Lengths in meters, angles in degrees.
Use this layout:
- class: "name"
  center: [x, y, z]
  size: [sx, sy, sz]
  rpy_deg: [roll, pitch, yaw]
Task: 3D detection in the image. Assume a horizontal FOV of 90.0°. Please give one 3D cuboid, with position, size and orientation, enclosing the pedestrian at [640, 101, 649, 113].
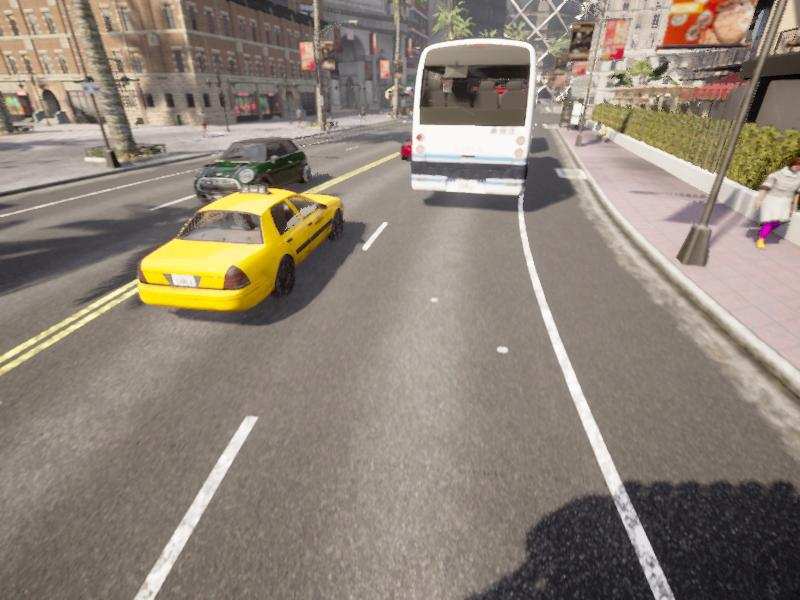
- class: "pedestrian"
  center: [42.024, -33.095, 68.718]
  size: [0.751, 1.860, 0.751]
  rpy_deg: [3, 27, 6]

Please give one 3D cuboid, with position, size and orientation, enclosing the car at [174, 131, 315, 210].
- class: "car"
  center: [-4.825, -4.524, 13.411]
  size: [2.097, 1.767, 4.553]
  rpy_deg: [6, 28, 11]

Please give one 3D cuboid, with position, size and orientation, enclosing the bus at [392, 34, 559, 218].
- class: "bus"
  center: [3.015, -6.662, 14.926]
  size: [3.944, 4.253, 10.273]
  rpy_deg: [7, 28, 13]

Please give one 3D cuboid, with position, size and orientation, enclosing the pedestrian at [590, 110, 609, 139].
- class: "pedestrian"
  center: [14.330, -12.609, 28.769]
  size: [0.751, 1.860, 0.751]
  rpy_deg: [7, 28, 12]

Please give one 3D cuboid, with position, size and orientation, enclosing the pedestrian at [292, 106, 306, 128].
- class: "pedestrian"
  center: [-9.290, -16.895, 36.944]
  size: [0.751, 1.860, 0.751]
  rpy_deg: [10, 29, 18]

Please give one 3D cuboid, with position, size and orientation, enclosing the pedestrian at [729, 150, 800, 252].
- class: "pedestrian"
  center: [7.667, -2.013, 8.154]
  size: [0.751, 1.860, 0.751]
  rpy_deg: [8, 28, 14]

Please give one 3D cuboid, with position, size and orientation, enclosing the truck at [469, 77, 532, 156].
- class: "truck"
  center: [6.556, -11.766, 25.324]
  size: [2.891, 3.827, 8.468]
  rpy_deg: [8, 28, 15]

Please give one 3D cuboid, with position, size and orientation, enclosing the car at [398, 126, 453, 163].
- class: "car"
  center: [1.441, -8.395, 21.429]
  size: [1.994, 1.385, 4.181]
  rpy_deg: [8, 28, 15]

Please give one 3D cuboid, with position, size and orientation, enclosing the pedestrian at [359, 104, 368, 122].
- class: "pedestrian"
  center: [-4.166, -21.393, 45.710]
  size: [0.751, 1.860, 0.751]
  rpy_deg: [17, 32, 29]

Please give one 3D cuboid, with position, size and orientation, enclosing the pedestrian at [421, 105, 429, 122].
- class: "pedestrian"
  center: [3.023, -22.196, 47.646]
  size: [0.751, 1.860, 0.751]
  rpy_deg: [7, 28, 13]

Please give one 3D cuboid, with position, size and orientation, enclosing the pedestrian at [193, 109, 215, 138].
- class: "pedestrian"
  center: [-14.041, -12.647, 28.667]
  size: [0.751, 1.860, 0.751]
  rpy_deg: [6, 28, 12]

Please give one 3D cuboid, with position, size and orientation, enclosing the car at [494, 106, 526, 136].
- class: "car"
  center: [9.733, -15.821, 35.164]
  size: [2.150, 2.045, 5.566]
  rpy_deg: [8, 29, 15]

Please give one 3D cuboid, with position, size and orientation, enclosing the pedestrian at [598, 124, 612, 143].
- class: "pedestrian"
  center: [13.568, -11.000, 26.470]
  size: [0.500, 1.100, 0.500]
  rpy_deg: [8, 28, 14]

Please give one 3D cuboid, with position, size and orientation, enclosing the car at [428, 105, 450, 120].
- class: "car"
  center: [5.352, -25.671, 54.700]
  size: [1.930, 1.638, 5.238]
  rpy_deg: [8, 28, 15]

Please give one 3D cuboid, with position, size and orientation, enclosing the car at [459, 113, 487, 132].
- class: "car"
  center: [6.942, -16.845, 37.871]
  size: [1.994, 1.385, 4.181]
  rpy_deg: [8, 28, 15]

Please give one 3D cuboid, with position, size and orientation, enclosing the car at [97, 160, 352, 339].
- class: "car"
  center: [-2.530, -1.440, 7.669]
  size: [1.801, 1.575, 5.366]
  rpy_deg: [5, 28, 8]
